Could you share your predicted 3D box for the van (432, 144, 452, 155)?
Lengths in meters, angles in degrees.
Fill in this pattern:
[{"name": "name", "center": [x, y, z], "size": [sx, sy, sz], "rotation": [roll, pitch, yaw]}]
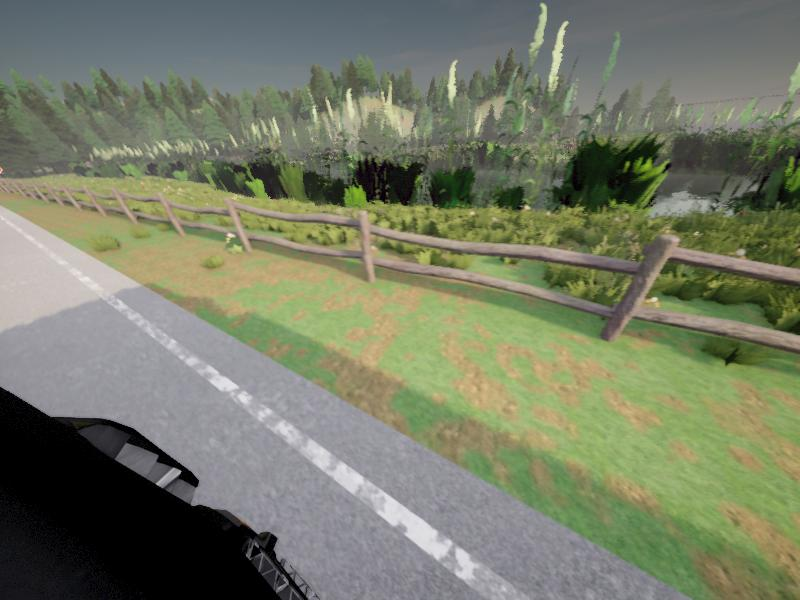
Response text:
[{"name": "van", "center": [10.207, -36.771, 56.330], "size": [4.442, 1.987, 1.775], "rotation": [14, 38, 24]}]
